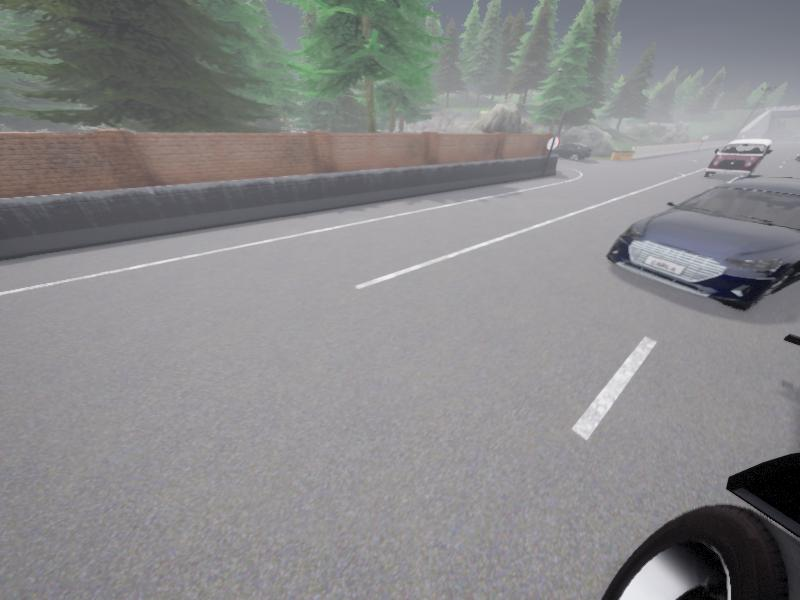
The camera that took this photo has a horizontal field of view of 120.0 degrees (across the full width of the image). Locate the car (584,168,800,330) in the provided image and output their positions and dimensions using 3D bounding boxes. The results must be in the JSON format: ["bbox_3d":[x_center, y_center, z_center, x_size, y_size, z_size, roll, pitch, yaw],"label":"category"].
[{"bbox_3d":[6.437,-1.347,4.348,4.856,1.649,2.033,-14,38,-19],"label":"car"}]

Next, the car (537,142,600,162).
[{"bbox_3d":[17.721,-15.831,24.599,1.837,1.490,4.892,-23,42,-28],"label":"car"}]

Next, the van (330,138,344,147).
[{"bbox_3d":[-16.365,-40.995,60.087,1.775,1.987,4.442,-22,40,-27],"label":"van"}]

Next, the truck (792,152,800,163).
[{"bbox_3d":[40.882,-14.556,22.030,5.204,2.467,2.627,-22,41,-28],"label":"truck"}]

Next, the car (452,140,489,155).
[{"bbox_3d":[10.156,-22.240,33.583,2.033,1.649,4.856,-22,40,-27],"label":"car"}]

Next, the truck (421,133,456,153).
[{"bbox_3d":[6.191,-25.901,38.077,2.627,2.467,5.204,-22,40,-27],"label":"truck"}]

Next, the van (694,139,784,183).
[{"bbox_3d":[20.893,-8.681,14.256,4.480,2.038,2.069,-22,41,-28],"label":"van"}]

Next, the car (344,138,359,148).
[{"bbox_3d":[-11.319,-36.486,53.747,1.932,1.855,4.605,-18,39,-23],"label":"car"}]
